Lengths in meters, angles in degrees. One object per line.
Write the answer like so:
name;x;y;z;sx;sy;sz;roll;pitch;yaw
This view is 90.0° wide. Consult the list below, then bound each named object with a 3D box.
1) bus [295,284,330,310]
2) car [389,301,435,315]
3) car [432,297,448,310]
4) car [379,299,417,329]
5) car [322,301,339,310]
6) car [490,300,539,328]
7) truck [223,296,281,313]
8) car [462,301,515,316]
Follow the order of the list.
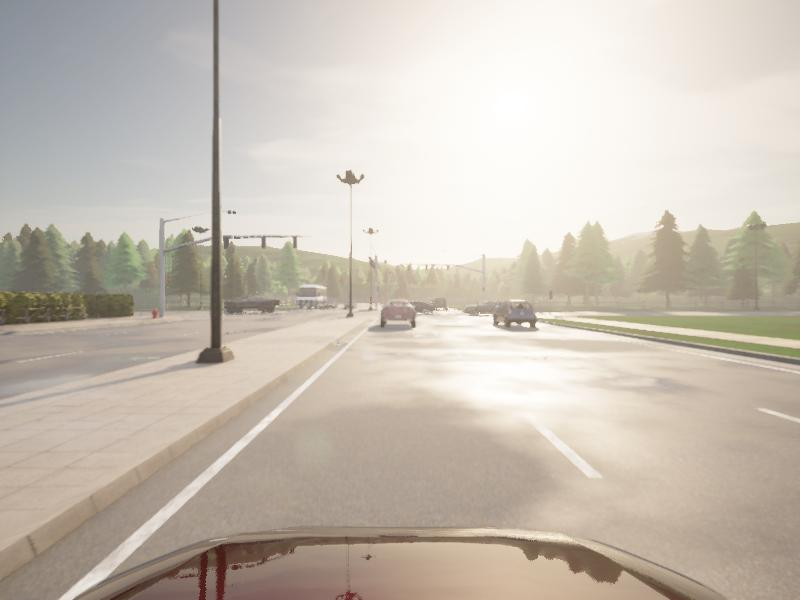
bus;-15.259;-0.538;70.907;3.944;4.253;10.273;0;0;0
car;1.295;0.844;43.578;4.892;1.490;1.837;0;0;-3
car;6.393;0.571;64.443;2.150;2.045;5.566;0;0;2
car;-0.111;0.781;24.875;2.152;1.651;5.027;0;0;0
car;-11.869;0.888;68.824;2.033;1.411;5.357;0;0;0
car;6.894;0.788;24.443;1.851;1.617;3.988;0;0;0
truck;-18.081;0.543;48.991;6.274;2.098;2.390;0;0;3
car;8.835;0.834;40.205;4.902;1.511;2.128;0;0;-2
